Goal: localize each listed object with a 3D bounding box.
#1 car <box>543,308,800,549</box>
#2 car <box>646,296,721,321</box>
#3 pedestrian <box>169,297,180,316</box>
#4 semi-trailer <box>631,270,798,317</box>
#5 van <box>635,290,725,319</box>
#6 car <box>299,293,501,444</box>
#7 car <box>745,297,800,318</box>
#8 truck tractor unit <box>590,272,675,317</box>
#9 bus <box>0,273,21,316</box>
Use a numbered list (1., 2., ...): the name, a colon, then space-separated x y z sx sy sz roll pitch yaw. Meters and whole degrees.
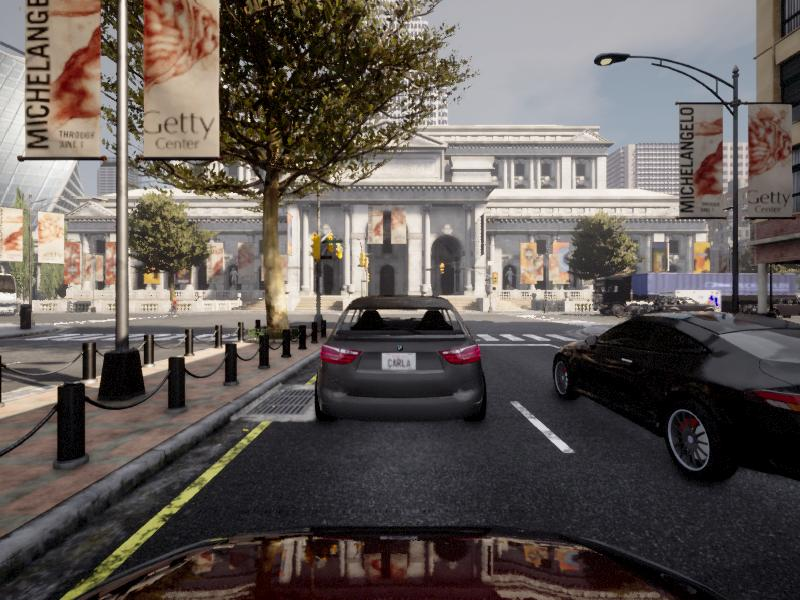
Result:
1. car: 3.472 0.870 4.859 1.812 1.442 4.674 0 0 0
2. car: 22.689 0.655 32.120 4.605 1.855 1.932 -1 0 0
3. pedestrian: -22.957 0.637 40.762 0.751 1.860 0.751 0 0 -2
4. semi-trailer: 30.475 -0.618 39.158 14.254 4.402 2.717 0 0 0
5. van: 24.779 0.378 35.608 6.366 2.431 2.351 0 0 0
6. car: 0.019 0.756 6.742 2.242 1.667 4.611 0 0 0
7. car: 33.815 0.652 35.536 4.605 1.855 1.932 0 0 0
8. truck tractor unit: 22.565 -0.520 39.126 6.516 4.208 3.053 0 0 0
9. bus: -44.328 -0.535 39.456 10.273 4.253 3.944 0 0 0
